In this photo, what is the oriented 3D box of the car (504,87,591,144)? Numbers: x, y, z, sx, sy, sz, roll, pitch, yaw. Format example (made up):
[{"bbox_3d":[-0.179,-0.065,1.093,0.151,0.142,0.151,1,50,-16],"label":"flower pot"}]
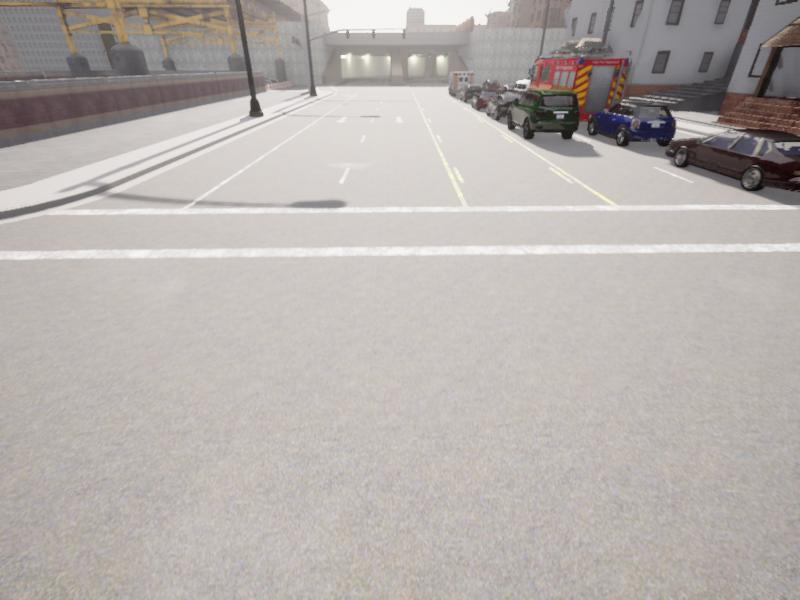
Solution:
[{"bbox_3d":[6.996,-9.289,19.813,2.150,2.045,5.566,0,30,0],"label":"car"}]

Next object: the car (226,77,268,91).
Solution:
[{"bbox_3d":[-21.185,-29.997,55.587,2.038,1.542,4.974,26,39,36],"label":"car"}]

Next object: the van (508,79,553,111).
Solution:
[{"bbox_3d":[10.490,-16.763,32.577,2.069,2.038,4.480,0,30,0],"label":"van"}]

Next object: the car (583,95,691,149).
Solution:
[{"bbox_3d":[10.496,-8.231,18.260,2.097,1.767,4.553,0,30,0],"label":"car"}]

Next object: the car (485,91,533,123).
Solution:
[{"bbox_3d":[6.993,-12.775,26.309,1.837,1.490,4.892,0,30,0],"label":"car"}]

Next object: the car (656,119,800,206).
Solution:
[{"bbox_3d":[10.526,-4.351,12.040,2.033,1.411,5.357,-1,30,-2],"label":"car"}]

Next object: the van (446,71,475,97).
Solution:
[{"bbox_3d":[6.991,-25.306,46.769,2.351,2.431,6.366,0,30,0],"label":"van"}]

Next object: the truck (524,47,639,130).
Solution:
[{"bbox_3d":[10.499,-13.122,24.600,2.891,3.827,8.468,0,30,0],"label":"truck"}]

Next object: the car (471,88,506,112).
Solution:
[{"bbox_3d":[6.972,-16.061,32.041,1.994,1.385,4.181,1,30,1],"label":"car"}]

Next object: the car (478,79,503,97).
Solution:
[{"bbox_3d":[10.498,-24.777,46.681,1.851,1.617,3.988,0,30,0],"label":"car"}]

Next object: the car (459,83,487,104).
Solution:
[{"bbox_3d":[6.990,-20.053,38.731,1.837,1.490,4.892,0,31,0],"label":"car"}]

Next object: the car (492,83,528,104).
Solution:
[{"bbox_3d":[10.484,-19.908,38.467,2.128,1.511,4.902,0,30,0],"label":"car"}]
